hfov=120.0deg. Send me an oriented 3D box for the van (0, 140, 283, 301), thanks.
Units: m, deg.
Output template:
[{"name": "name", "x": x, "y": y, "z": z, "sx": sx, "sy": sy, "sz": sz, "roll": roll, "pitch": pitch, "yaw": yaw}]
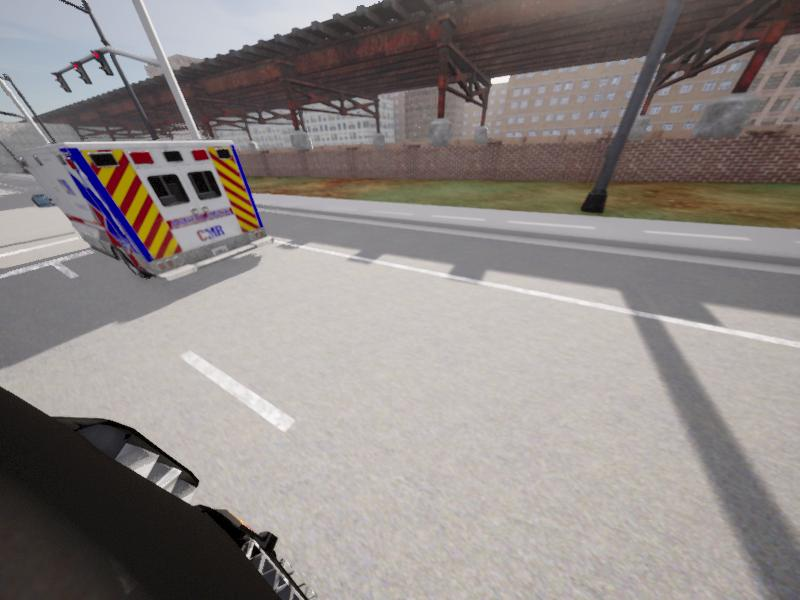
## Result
[{"name": "van", "x": -6.403, "y": -2.336, "z": 5.757, "sx": 6.366, "sy": 2.431, "sz": 2.351, "roll": 15, "pitch": 38, "yaw": 25}]
